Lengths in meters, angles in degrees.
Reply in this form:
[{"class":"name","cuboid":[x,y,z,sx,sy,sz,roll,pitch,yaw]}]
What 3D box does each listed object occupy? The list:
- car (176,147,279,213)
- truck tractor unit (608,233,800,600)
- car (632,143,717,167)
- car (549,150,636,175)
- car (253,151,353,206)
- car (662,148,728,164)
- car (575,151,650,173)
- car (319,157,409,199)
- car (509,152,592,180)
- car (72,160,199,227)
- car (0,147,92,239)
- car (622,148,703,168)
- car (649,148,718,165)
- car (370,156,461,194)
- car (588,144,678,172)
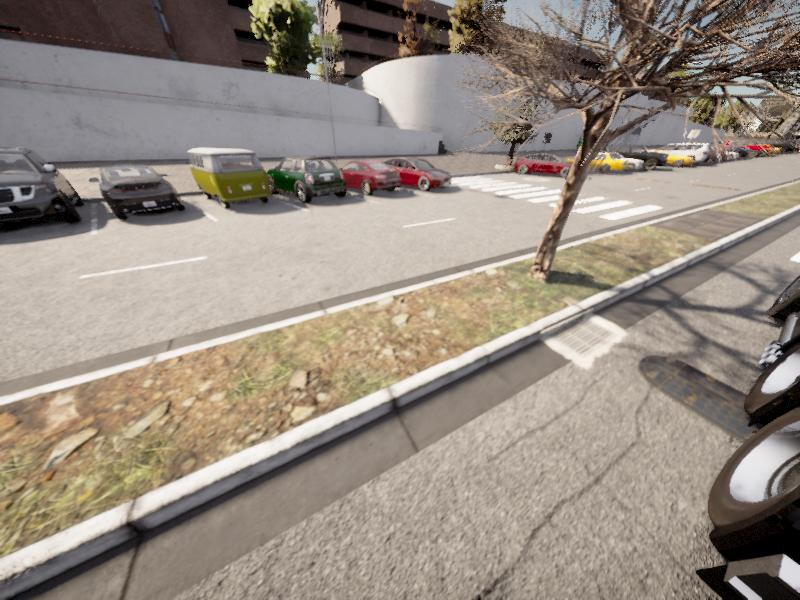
[{"class":"car","cuboid":[-7.363,-5.267,9.800,4.442,1.987,1.878,27,43,34]},{"class":"truck tractor unit","cuboid":[5.057,-0.351,0.854,6.516,4.208,3.053,-20,40,-26]},{"class":"car","cuboid":[30.023,-16.178,25.599,5.566,2.045,2.435,27,43,34]},{"class":"car","cuboid":[16.562,-12.087,20.179,5.366,1.575,1.946,27,43,34]},{"class":"car","cuboid":[-4.603,-5.900,10.905,4.553,1.767,2.185,27,43,34]},{"class":"car","cuboid":[35.389,-17.534,27.994,4.674,1.452,2.002,27,43,34]},{"class":"car","cuboid":[19.369,-12.769,21.241,4.674,1.452,2.002,27,42,34]},{"class":"car","cuboid":[-1.973,-6.544,12.142,4.674,1.452,2.002,27,43,34]},{"class":"car","cuboid":[11.388,-10.428,17.811,4.792,1.488,2.163,27,42,34]},{"class":"car","cuboid":[-9.923,-4.262,8.730,4.892,1.521,2.231,27,43,34]},{"class":"car","cuboid":[-12.552,-3.694,7.450,5.566,2.045,2.435,27,42,34]},{"class":"car","cuboid":[27.514,-15.098,24.499,5.366,1.575,1.946,27,43,34]},{"class":"car","cuboid":[32.690,-16.747,26.877,4.792,1.488,2.163,27,43,34]},{"class":"car","cuboid":[0.719,-7.323,13.264,4.792,1.488,2.163,27,42,34]},{"class":"car","cuboid":[22.065,-13.780,22.195,5.566,2.045,2.435,27,43,34]}]
